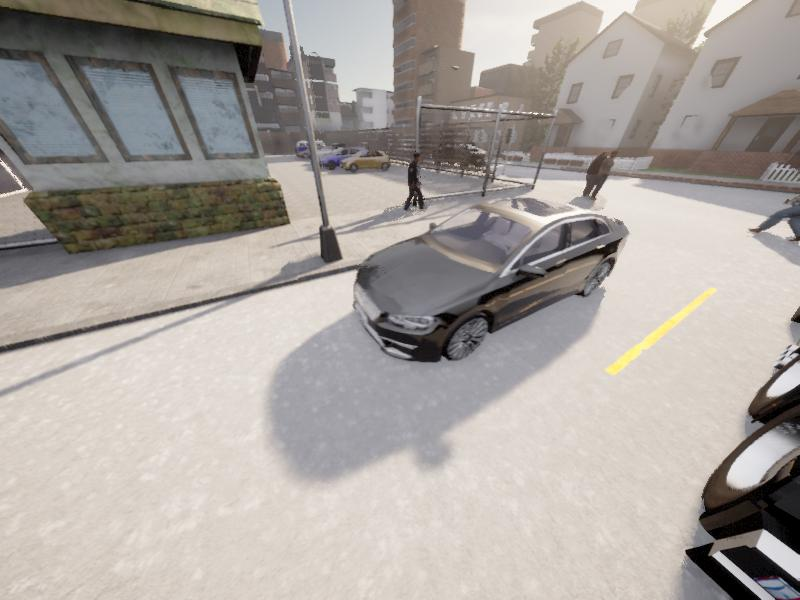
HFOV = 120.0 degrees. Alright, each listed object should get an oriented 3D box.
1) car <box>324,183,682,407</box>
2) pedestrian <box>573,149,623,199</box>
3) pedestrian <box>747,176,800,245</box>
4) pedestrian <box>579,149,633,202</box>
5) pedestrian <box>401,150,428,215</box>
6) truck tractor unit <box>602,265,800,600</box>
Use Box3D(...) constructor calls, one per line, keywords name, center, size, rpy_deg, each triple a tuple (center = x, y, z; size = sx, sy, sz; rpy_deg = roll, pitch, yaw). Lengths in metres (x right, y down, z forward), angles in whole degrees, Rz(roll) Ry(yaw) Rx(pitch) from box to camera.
Box3D(name="car", center=(1.652, -0.724, 3.732), size=(4.902, 1.511, 2.128), rpy_deg=(-18, 39, -24))
Box3D(name="pedestrian", center=(8.597, -5.514, 10.148), size=(0.751, 1.860, 0.751), rpy_deg=(-1, 35, -2))
Box3D(name="pedestrian", center=(10.536, -2.514, 6.026), size=(0.751, 1.860, 0.751), rpy_deg=(-17, 38, -24))
Box3D(name="pedestrian", center=(8.528, -5.174, 9.659), size=(0.751, 1.860, 0.751), rpy_deg=(-5, 35, -8))
Box3D(name="pedestrian", center=(0.471, -3.976, 7.879), size=(0.751, 1.860, 0.751), rpy_deg=(7, 35, 9))
Box3D(name="truck tractor unit", center=(5.108, -0.305, 0.774), size=(6.516, 4.208, 3.053), rpy_deg=(-18, 39, -24))
